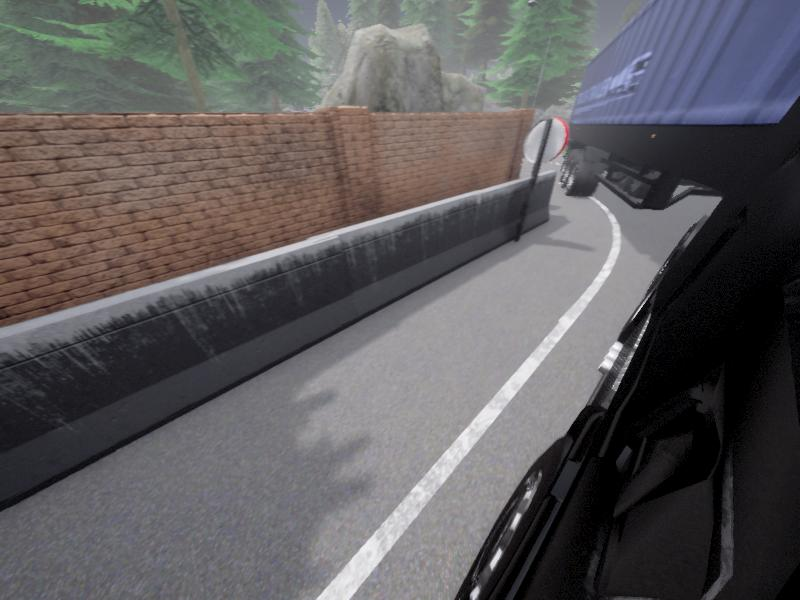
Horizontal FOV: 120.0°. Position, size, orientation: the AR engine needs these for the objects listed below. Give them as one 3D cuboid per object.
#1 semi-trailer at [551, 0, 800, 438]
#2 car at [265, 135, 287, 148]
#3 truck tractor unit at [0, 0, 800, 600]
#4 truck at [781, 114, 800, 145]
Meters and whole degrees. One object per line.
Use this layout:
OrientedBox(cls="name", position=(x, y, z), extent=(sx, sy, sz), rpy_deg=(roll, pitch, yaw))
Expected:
OrientedBox(cls="semi-trailer", position=(6.519, -4.516, 5.597), extent=(2.717, 4.402, 14.254), rpy_deg=(14, 40, 20))
OrientedBox(cls="car", position=(-21.515, -27.486, 39.978), extent=(2.033, 1.649, 4.856), rpy_deg=(-24, 42, -26))
OrientedBox(cls="truck tractor unit", position=(2.645, -0.295, 0.351), extent=(6.516, 4.208, 3.053), rpy_deg=(-28, 44, -30))
OrientedBox(cls="truck", position=(34.502, -14.755, 18.124), extent=(8.468, 3.827, 2.891), rpy_deg=(-29, 44, -30))
